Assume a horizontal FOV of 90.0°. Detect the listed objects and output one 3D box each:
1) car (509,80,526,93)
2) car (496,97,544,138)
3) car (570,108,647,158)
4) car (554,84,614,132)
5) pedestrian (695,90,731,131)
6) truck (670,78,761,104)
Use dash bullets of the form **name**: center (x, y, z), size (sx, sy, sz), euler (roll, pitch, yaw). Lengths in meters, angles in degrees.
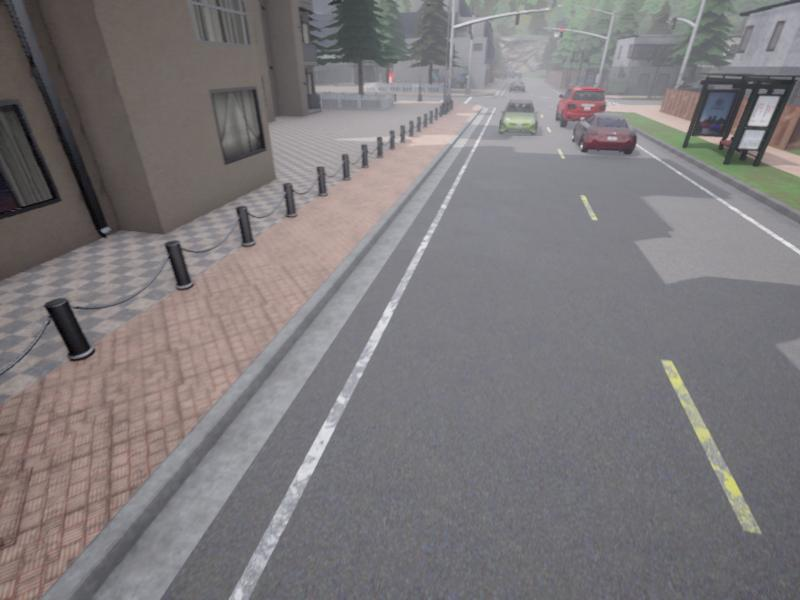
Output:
- **car**: center (16.051, -29.178, 54.629), size (1.994, 1.385, 4.181), euler (7, 31, 12)
- **car**: center (6.336, -9.795, 21.276), size (2.007, 1.525, 4.514), euler (8, 31, 12)
- **car**: center (8.686, -7.240, 17.090), size (1.994, 1.385, 4.181), euler (8, 31, 12)
- **car**: center (10.643, -11.442, 23.614), size (2.150, 2.045, 5.566), euler (7, 31, 12)
- **pedestrian**: center (16.253, -9.880, 20.832), size (0.751, 1.860, 0.751), euler (8, 31, 13)
- **truck**: center (30.372, -20.267, 38.779), size (6.274, 2.098, 2.390), euler (3, 30, 5)
